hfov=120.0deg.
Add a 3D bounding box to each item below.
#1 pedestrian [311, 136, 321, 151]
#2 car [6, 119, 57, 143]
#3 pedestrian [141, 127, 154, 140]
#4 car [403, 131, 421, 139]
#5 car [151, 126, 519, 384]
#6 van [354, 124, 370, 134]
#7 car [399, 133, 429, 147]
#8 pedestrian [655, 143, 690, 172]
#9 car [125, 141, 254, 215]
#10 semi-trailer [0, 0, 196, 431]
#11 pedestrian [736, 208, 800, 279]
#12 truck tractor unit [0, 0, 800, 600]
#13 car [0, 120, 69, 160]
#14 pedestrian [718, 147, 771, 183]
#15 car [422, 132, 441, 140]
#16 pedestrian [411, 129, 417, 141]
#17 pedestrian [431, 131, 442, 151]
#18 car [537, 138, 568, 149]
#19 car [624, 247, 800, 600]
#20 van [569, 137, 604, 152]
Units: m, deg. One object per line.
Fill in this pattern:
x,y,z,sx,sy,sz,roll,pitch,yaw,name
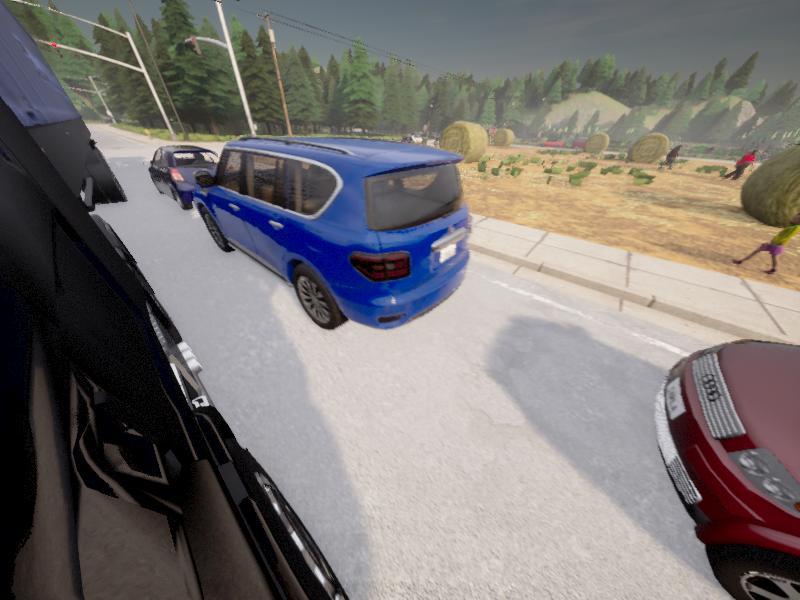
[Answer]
-7.965,-14.824,21.852,0.500,1.100,0.500,27,43,29,pedestrian
-32.695,-15.072,20.578,4.193,1.474,1.816,28,44,30,car
-26.532,-17.546,24.296,0.500,1.100,0.500,-27,46,-34,pedestrian
3.289,-45.144,63.059,4.514,1.525,2.007,31,45,32,car
-1.527,-1.531,3.904,5.566,2.045,2.150,28,44,30,car
-12.886,-57.675,78.005,5.915,2.561,1.988,30,44,31,van
2.271,-25.193,36.323,2.038,1.542,4.974,29,44,31,car
21.319,-11.179,18.111,0.751,1.860,0.751,-10,39,-17,pedestrian
-6.731,-4.085,7.426,3.633,1.501,1.845,28,43,30,car
-8.421,-3.781,4.481,14.254,4.402,2.717,31,45,33,semi-trailer
7.117,-1.041,4.284,0.500,1.100,0.500,-23,44,-30,pedestrian
-2.645,-0.295,0.351,6.516,4.208,3.053,28,44,30,truck tractor unit
-22.133,-9.546,13.695,4.611,1.667,2.242,28,43,30,car
21.649,-8.541,14.598,0.751,1.860,0.751,3,37,0,pedestrian
8.105,-42.246,59.477,2.007,1.525,4.514,-29,47,-35,car
2.809,-32.460,45.519,0.751,1.860,0.751,25,42,27,pedestrian
4.234,-18.524,26.905,0.751,1.860,0.751,-26,45,-32,pedestrian
30.721,-31.592,46.616,4.514,1.525,2.007,31,45,32,car
3.557,1.357,0.764,3.705,1.549,1.789,28,43,30,car
34.923,-29.255,43.362,4.442,1.987,1.775,31,45,32,van
